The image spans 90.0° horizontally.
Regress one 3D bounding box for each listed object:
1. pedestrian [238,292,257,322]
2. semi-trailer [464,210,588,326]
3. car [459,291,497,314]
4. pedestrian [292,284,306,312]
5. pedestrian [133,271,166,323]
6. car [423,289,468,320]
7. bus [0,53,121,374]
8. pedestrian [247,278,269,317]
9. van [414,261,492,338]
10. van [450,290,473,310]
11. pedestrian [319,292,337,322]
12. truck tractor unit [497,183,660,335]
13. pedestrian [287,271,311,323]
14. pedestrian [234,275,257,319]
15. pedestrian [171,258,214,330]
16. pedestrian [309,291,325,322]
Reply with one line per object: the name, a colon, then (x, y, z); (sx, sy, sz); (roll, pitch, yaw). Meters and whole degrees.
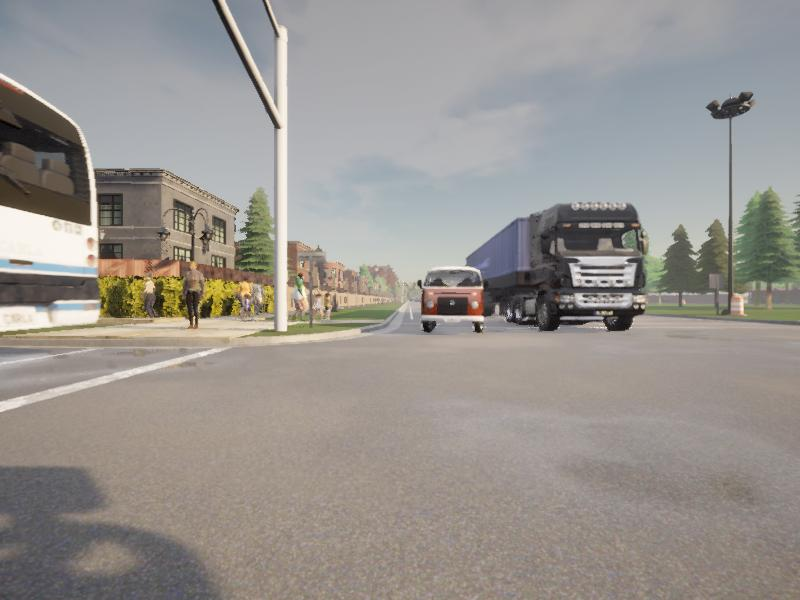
pedestrian: (-5.762, 0.264, 15.117); (0.500, 1.100, 0.500); (0, 0, 1)
semi-trailer: (5.907, -1.218, 22.255); (2.717, 4.402, 14.254); (0, 0, 1)
car: (6.120, 0.181, 31.836); (2.152, 1.651, 5.027); (0, 0, 1)
pedestrian: (-6.719, -0.116, 26.706); (0.751, 1.860, 0.751); (0, 0, 2)
pedestrian: (-9.261, -0.116, 14.816); (0.751, 1.860, 0.751); (0, 0, 2)
car: (2.412, 0.223, 22.523); (2.038, 1.542, 4.974); (0, 0, 1)
bus: (-10.446, -1.136, 5.546); (10.273, 4.253, 3.944); (0, 0, -2)
pedestrian: (-6.918, -0.116, 19.472); (0.751, 1.860, 0.751); (0, 0, 6)
van: (1.758, -0.031, 12.991); (2.069, 2.038, 4.480); (0, 0, 9)
van: (6.340, -0.002, 41.839); (1.775, 1.987, 4.442); (0, 0, 1)
pedestrian: (-2.746, 0.264, 15.242); (0.500, 1.100, 0.500); (0, 0, -38)
truck tractor unit: (5.736, -1.121, 14.343); (3.053, 4.208, 6.516); (0, 0, 1)
pedestrian: (-3.714, -0.116, 14.706); (0.751, 1.860, 0.751); (0, 0, -21)
pedestrian: (-6.653, -0.116, 17.237); (0.751, 1.860, 0.751); (0, 0, -5)
pedestrian: (-5.542, -0.147, 10.715); (0.751, 1.860, 0.751); (0, 0, 1)
pedestrian: (-3.084, 0.239, 14.871); (0.500, 1.100, 0.500); (0, 0, -4)
